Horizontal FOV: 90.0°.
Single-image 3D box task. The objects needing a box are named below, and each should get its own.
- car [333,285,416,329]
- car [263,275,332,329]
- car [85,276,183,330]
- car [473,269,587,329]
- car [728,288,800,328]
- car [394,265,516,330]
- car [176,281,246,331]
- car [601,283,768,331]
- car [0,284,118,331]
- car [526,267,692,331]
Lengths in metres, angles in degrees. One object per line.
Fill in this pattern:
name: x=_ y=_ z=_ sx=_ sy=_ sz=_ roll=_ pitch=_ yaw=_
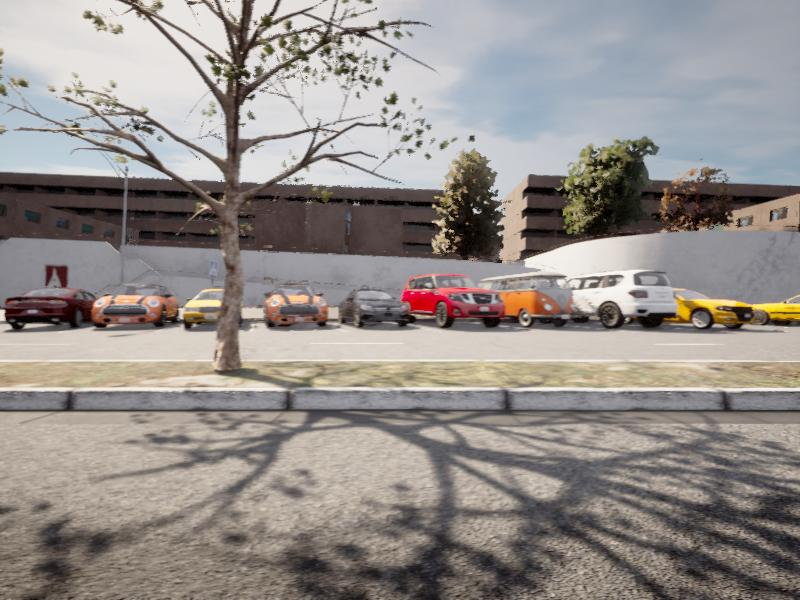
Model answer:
car: x=-1.178 y=0.265 z=15.663 sx=2.002 sy=1.452 sz=4.674 roll=0 pitch=-1 yaw=-20
car: x=-4.164 y=0.104 z=15.690 sx=2.185 sy=1.767 sz=4.553 roll=0 pitch=-1 yaw=-20
car: x=-10.115 y=0.128 z=15.689 sx=2.185 sy=1.767 sz=4.553 roll=0 pitch=-1 yaw=-20
car: x=4.817 y=0.010 z=15.558 sx=1.878 sy=1.987 sz=4.442 roll=1 pitch=-1 yaw=-20
car: x=16.616 y=0.324 z=15.842 sx=1.946 sy=1.575 sz=5.366 roll=1 pitch=-1 yaw=-20
car: x=1.815 y=-0.023 z=15.640 sx=2.435 sy=2.045 sz=5.566 roll=1 pitch=-1 yaw=-20
car: x=-7.060 y=0.231 z=15.485 sx=1.946 sy=1.575 sz=5.366 roll=0 pitch=-1 yaw=-20
car: x=10.730 y=0.273 z=15.672 sx=2.097 sy=1.535 sz=5.008 roll=1 pitch=-1 yaw=-20
car: x=-13.082 y=0.274 z=15.647 sx=2.097 sy=1.535 sz=5.008 roll=0 pitch=-1 yaw=-20
car: x=7.740 y=0.000 z=15.693 sx=2.435 sy=2.045 sz=5.566 roll=0 pitch=-1 yaw=-20
